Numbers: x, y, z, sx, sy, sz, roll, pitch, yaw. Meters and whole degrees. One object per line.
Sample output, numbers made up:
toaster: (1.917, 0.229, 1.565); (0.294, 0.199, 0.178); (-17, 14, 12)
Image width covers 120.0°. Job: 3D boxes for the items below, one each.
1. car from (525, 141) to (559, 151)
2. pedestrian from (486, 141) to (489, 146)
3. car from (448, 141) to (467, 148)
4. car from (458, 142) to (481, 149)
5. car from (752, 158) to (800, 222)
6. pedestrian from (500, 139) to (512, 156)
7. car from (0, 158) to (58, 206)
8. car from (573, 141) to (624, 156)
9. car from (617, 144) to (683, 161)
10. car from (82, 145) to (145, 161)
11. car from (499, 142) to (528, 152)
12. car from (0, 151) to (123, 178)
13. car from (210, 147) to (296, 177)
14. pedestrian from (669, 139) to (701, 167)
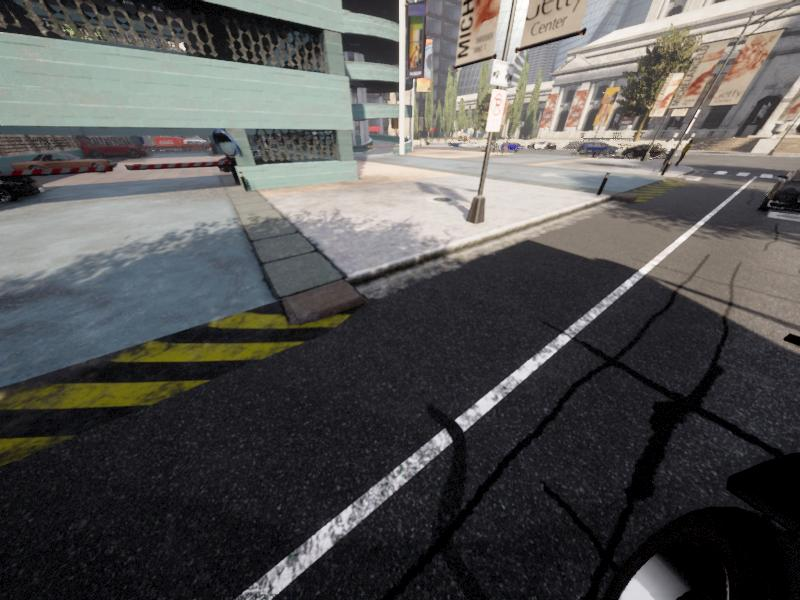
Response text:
car: (27.090, -29.601, 44.353); (2.038, 1.542, 4.974); (-22, 41, -28)
pedestrian: (22.793, -40.594, 60.059); (0.500, 1.100, 0.500); (25, 42, 31)
car: (14.209, -38.290, 56.909); (3.806, 1.475, 1.970); (24, 42, 30)
car: (15.603, -34.832, 52.067); (4.718, 1.301, 1.895); (30, 45, 35)
car: (14.645, -3.904, 8.041); (4.892, 1.490, 1.837); (-22, 41, -28)
pedestrian: (13.831, -19.958, 30.195); (0.751, 1.860, 0.751); (-16, 38, -20)
car: (-17.748, -4.390, 8.819); (4.786, 1.482, 2.161); (-22, 41, -28)
car: (28.220, -21.656, 33.005); (2.033, 1.649, 4.856); (-22, 41, -28)
car: (28.677, -17.092, 26.687); (1.812, 1.442, 4.674); (-17, 38, -22)
car: (-35.419, -18.365, 28.785); (4.514, 1.523, 2.007); (-22, 41, -28)
car: (20.600, -27.872, 42.011); (1.816, 1.474, 4.193); (-22, 41, -28)
car: (-24.068, -9.938, 16.821); (4.718, 1.301, 1.895); (-22, 41, -28)
car: (-10.623, -10.225, 16.974); (4.902, 1.511, 2.128); (-22, 41, -28)
pedestrian: (22.587, -11.653, 18.351); (0.751, 1.860, 0.751); (-23, 41, -29)
